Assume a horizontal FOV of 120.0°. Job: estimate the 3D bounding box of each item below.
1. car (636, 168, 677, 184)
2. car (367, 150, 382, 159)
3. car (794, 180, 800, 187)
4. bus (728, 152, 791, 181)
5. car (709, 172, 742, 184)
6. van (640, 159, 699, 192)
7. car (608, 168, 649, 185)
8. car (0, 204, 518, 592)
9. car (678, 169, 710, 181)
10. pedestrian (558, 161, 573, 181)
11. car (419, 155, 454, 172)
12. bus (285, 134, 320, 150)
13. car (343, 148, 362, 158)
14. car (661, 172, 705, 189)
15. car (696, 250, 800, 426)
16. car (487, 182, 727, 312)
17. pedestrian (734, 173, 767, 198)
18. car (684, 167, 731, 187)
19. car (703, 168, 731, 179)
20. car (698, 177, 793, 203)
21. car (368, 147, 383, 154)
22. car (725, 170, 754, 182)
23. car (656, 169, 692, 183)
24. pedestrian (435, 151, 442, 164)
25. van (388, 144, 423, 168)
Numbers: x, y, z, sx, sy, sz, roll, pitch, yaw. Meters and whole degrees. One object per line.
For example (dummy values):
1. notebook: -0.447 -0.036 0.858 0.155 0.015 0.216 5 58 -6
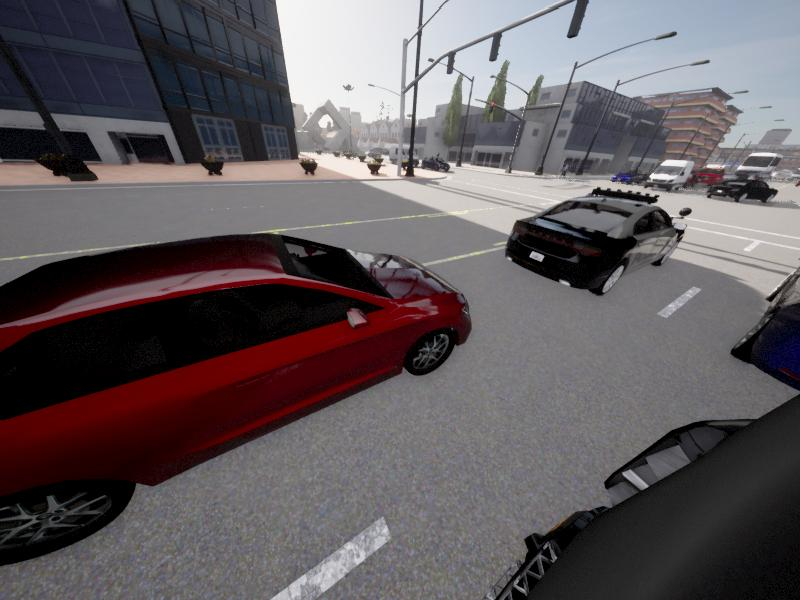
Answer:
1. car: 33.974 -16.467 30.626 5.238 1.638 1.930 -16 37 -27
2. car: -5.576 -31.657 50.230 2.033 1.411 5.357 -8 35 -17
3. car: 62.658 -18.047 35.163 4.181 1.385 1.994 -17 38 -26
4. bus: 67.751 -25.145 43.560 10.273 4.253 3.944 -16 38 -26
5. car: 50.001 -18.788 35.497 4.674 1.442 1.812 -17 38 -26
6. van: 26.570 -12.293 22.776 5.915 2.561 1.988 -19 39 -30
7. car: 26.510 -14.312 26.811 4.193 1.474 1.816 -16 38 -26
8. car: -1.188 0.153 2.294 4.193 1.474 1.816 -16 38 -26
9. car: 48.436 -20.605 38.062 4.892 1.490 1.837 -17 38 -26
10. pedestrian: 18.487 -14.424 25.815 0.751 1.860 0.751 19 36 22
11. car: 4.324 -16.609 28.134 1.816 1.474 4.193 -15 38 -26
12. bus: -35.466 -57.677 84.404 10.273 4.253 3.944 -23 42 -35
13. car: -9.518 -29.488 46.393 3.633 1.501 1.845 29 40 33
14. car: 32.386 -13.702 26.449 4.674 1.442 1.812 -16 38 -26
15. car: 6.341 0.235 2.775 4.792 1.488 2.163 -16 38 -26
16. car: 4.753 -1.607 5.288 5.238 1.638 1.930 -16 38 -26
17. pedestrian: 31.703 -10.384 20.931 0.751 1.860 0.751 29 41 33
18. car: 40.771 -16.325 30.626 5.566 2.045 2.150 -16 38 -26
19. car: 60.791 -24.339 44.273 5.008 1.535 1.882 -17 38 -26
20. car: 27.079 -8.666 18.202 5.008 1.535 1.882 -4 34 -11
21. car: -9.603 -58.201 89.828 5.566 2.045 2.150 7 33 6
22. car: 58.435 -21.348 39.732 4.193 1.474 1.816 -17 38 -26
23. car: 40.182 -18.193 33.852 5.008 1.535 1.882 -16 38 -26
24. pedestrian: 6.475 -23.913 38.853 0.751 1.860 0.751 -14 37 -24
25. van: 0.626 -20.772 33.157 1.988 2.561 5.915 -15 38 -26
